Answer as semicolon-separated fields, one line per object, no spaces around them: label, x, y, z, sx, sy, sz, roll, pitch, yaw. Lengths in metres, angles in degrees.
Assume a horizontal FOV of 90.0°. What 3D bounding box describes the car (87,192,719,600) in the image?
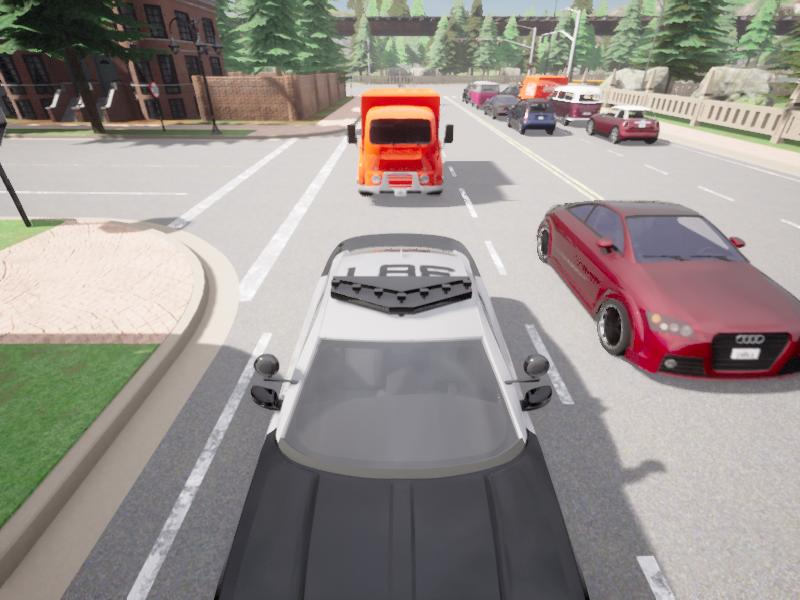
car;0.010;0.621;3.359;1.930;1.638;5.238;0;30;0

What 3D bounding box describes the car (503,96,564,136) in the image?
car;7.012;-9.978;21.542;1.851;1.617;3.988;0;30;0

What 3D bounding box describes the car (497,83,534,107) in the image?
car;10.512;-18.894;36.807;2.033;1.649;4.856;0;30;0

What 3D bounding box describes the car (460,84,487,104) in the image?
car;7.013;-19.842;38.508;1.789;1.549;3.705;0;30;0

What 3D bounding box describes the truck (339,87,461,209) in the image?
truck;0.007;-4.612;11.490;2.627;2.467;5.204;0;30;0

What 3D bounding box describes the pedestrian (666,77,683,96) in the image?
pedestrian;30.713;-23.896;44.795;0.751;1.860;0.751;1;30;1

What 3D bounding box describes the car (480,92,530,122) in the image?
car;7.013;-13.291;27.434;2.033;1.411;5.357;0;30;0

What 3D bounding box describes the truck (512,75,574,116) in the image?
truck;10.514;-15.479;30.116;2.627;2.467;5.204;0;30;0

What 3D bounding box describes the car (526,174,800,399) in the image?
car;3.498;-0.608;5.715;1.994;1.385;4.181;0;30;-1

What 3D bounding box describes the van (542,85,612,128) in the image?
van;10.511;-11.797;24.229;2.069;2.038;4.480;0;30;0

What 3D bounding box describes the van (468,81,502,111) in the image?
van;7.011;-17.126;33.421;1.775;1.987;4.442;0;30;0

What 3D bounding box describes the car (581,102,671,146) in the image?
car;10.510;-8.405;18.973;1.970;1.475;3.806;0;30;0
